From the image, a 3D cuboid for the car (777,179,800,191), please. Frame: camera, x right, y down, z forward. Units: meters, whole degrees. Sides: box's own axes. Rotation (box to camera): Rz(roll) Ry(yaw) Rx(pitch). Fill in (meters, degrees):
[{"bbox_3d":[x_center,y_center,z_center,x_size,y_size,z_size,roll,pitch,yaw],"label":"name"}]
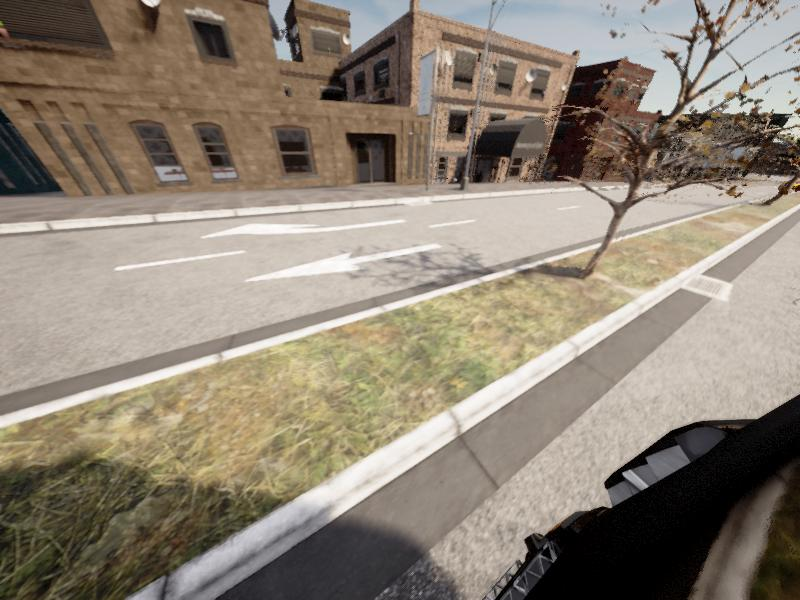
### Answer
[{"bbox_3d":[63.874,-18.616,37.449,5.008,1.535,1.882,-13,37,-25],"label":"car"}]
